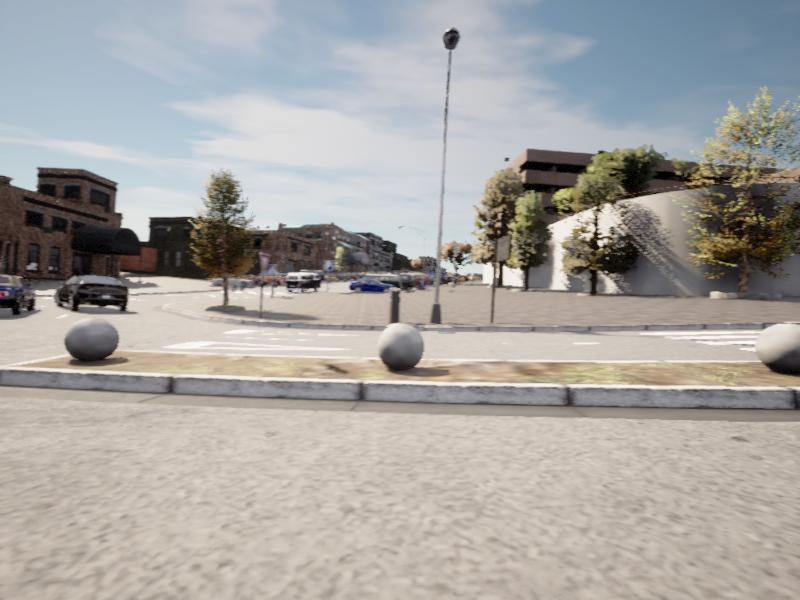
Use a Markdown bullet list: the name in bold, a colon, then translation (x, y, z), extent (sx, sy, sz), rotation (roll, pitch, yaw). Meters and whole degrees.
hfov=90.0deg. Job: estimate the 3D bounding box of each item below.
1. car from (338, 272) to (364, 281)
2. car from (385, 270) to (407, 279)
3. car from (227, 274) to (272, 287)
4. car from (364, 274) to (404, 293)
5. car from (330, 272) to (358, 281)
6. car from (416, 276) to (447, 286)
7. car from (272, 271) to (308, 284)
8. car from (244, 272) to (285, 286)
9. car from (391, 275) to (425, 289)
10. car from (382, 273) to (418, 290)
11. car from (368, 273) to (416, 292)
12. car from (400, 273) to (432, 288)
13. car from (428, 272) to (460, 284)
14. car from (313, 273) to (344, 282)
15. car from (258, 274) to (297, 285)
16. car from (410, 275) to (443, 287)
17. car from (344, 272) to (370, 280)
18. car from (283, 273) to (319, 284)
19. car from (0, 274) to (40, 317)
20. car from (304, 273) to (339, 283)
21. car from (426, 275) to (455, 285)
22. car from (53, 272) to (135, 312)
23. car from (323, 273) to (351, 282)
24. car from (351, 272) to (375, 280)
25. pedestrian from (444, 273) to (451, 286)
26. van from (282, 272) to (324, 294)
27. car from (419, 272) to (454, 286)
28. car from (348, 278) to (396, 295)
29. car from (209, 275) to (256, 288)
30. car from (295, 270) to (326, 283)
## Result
- **car**: translation (-9.537, -4.562, 77.699), extent (4.892, 1.521, 2.231), rotation (1, 5, -2)
- **car**: translation (-1.147, -6.545, 102.648), extent (5.566, 2.045, 2.435), rotation (1, 4, -1)
- **car**: translation (-18.686, -2.452, 49.826), extent (4.792, 1.488, 2.163), rotation (0, 4, -2)
- **car**: translation (-1.850, -1.952, 46.112), extent (4.442, 1.987, 1.878), rotation (2, 5, 0)
- **car**: translation (-10.474, -4.357, 74.925), extent (5.008, 1.535, 2.097), rotation (1, 4, -2)
- **car**: translation (5.176, -3.166, 65.858), extent (4.792, 1.488, 2.163), rotation (2, 5, -1)
- **car**: translation (-15.944, -3.234, 58.200), extent (4.553, 1.767, 2.185), rotation (0, 5, -2)
- **car**: translation (-17.771, -2.815, 52.606), extent (4.553, 1.767, 2.185), rotation (0, 5, -2)
- **car**: translation (1.071, -2.484, 54.556), extent (4.553, 1.767, 2.185), rotation (2, 5, 0)
- **car**: translation (-0.036, -2.377, 51.726), extent (4.442, 1.987, 1.878), rotation (2, 5, 0)
- **car**: translation (-0.971, -2.191, 48.912), extent (5.566, 2.045, 2.435), rotation (2, 5, 0)
- **car**: translation (2.244, -2.787, 57.367), extent (4.442, 1.987, 1.878), rotation (2, 5, 0)
- **car**: translation (8.132, -4.081, 74.350), extent (5.566, 2.045, 2.435), rotation (2, 5, -1)
- **car**: translation (-12.318, -3.942, 69.365), extent (5.008, 1.535, 2.097), rotation (1, 4, -2)
- **car**: translation (-16.920, -2.871, 55.415), extent (4.792, 1.488, 2.163), rotation (1, 5, -2)
- **car**: translation (4.154, -2.984, 63.021), extent (4.892, 1.521, 2.231), rotation (2, 5, -1)
- **car**: translation (-8.607, -4.769, 80.473), extent (4.892, 1.521, 2.231), rotation (1, 5, -1)
- **car**: translation (-15.068, -3.318, 61.013), extent (5.008, 1.535, 2.097), rotation (1, 4, -2)
- **car**: translation (-13.813, -0.236, 13.549), extent (1.895, 1.301, 4.718), rotation (3, 0, -37)
- **car**: translation (-13.042, -3.735, 66.587), extent (5.366, 1.575, 1.946), rotation (1, 4, -2)
- **car**: translation (7.127, -3.619, 71.534), extent (4.892, 1.521, 2.231), rotation (2, 5, -1)
- **car**: translation (-13.686, -0.371, 17.746), extent (5.008, 1.535, 1.882), rotation (3, 0, 41)
- **car**: translation (-11.360, -4.119, 72.145), extent (4.792, 1.488, 2.163), rotation (1, 4, -2)
- **car**: translation (-7.679, -4.977, 83.252), extent (5.008, 1.535, 2.097), rotation (1, 5, -2)
- **pedestrian**: translation (7.085, -2.994, 59.703), extent (0.751, 1.860, 0.751), rotation (3, 0, 14)
- **van**: translation (-9.931, -1.803, 41.403), extent (2.069, 2.038, 4.480), rotation (3, 6, 19)
- **car**: translation (6.183, -3.657, 68.672), extent (5.566, 2.045, 2.435), rotation (2, 5, -1)
- **car**: translation (-3.003, -1.523, 43.320), extent (5.008, 1.535, 2.097), rotation (2, 5, 0)
- **car**: translation (-19.627, -2.233, 47.025), extent (4.674, 1.452, 2.002), rotation (0, 4, -2)
- **car**: translation (-14.260, -3.752, 63.777), extent (4.442, 1.987, 1.878), rotation (1, 5, -2)
